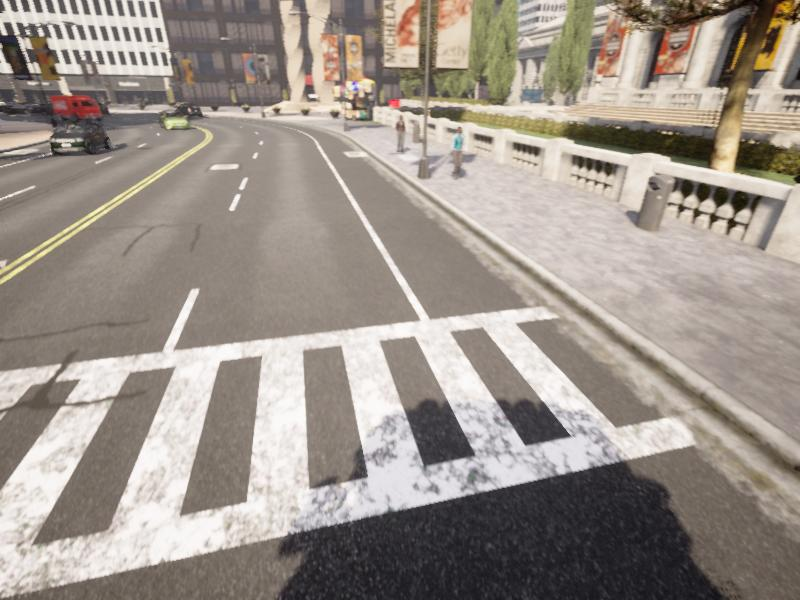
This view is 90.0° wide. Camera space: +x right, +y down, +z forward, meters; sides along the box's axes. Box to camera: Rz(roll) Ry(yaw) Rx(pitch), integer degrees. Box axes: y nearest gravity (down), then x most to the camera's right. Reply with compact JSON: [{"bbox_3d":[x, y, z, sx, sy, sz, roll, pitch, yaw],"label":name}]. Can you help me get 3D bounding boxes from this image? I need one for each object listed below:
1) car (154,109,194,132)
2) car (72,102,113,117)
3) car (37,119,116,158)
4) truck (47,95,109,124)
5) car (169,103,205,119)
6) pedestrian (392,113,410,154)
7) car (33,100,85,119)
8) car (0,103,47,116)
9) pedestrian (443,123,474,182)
[{"bbox_3d":[-19.402,-15.423,34.246,2.007,1.525,4.514,-18,33,-31],"label":"car"},{"bbox_3d":[-38.990,-24.163,50.744,3.705,1.549,1.789,7,28,13],"label":"car"},{"bbox_3d":[-16.838,-8.559,21.076,1.789,1.549,3.705,-7,28,-14],"label":"car"},{"bbox_3d":[-33.514,-19.906,41.662,5.204,2.467,2.627,15,31,26],"label":"truck"},{"bbox_3d":[-25.693,-22.818,48.277,3.988,1.617,1.851,19,33,31],"label":"car"},{"bbox_3d":[0.033,-8.461,20.370,0.751,1.860,0.751,-7,28,-14],"label":"pedestrian"},{"bbox_3d":[-40.838,-22.884,47.925,4.605,1.855,1.932,8,28,12],"label":"car"},{"bbox_3d":[-49.235,-24.876,52.184,4.181,1.385,1.994,0,28,0],"label":"car"},{"bbox_3d":[2.047,-5.212,14.158,0.751,1.860,0.751,-4,28,-9],"label":"pedestrian"}]
